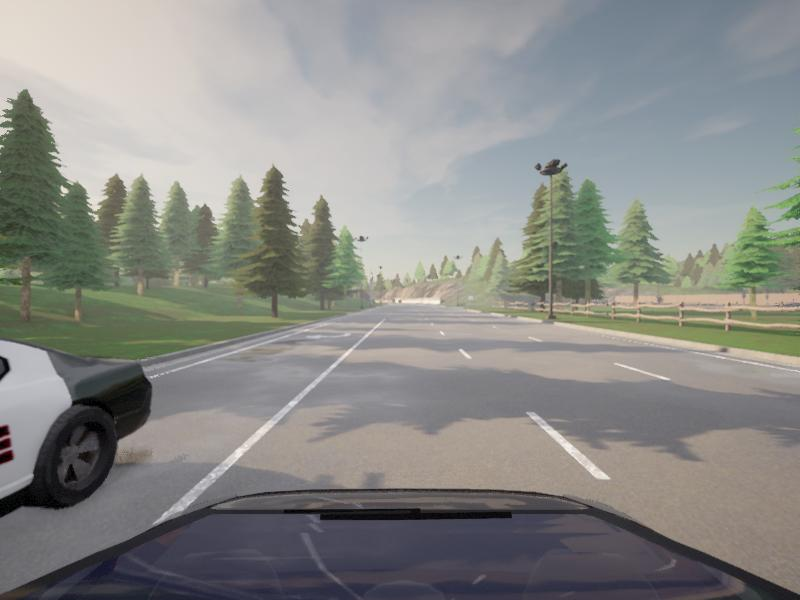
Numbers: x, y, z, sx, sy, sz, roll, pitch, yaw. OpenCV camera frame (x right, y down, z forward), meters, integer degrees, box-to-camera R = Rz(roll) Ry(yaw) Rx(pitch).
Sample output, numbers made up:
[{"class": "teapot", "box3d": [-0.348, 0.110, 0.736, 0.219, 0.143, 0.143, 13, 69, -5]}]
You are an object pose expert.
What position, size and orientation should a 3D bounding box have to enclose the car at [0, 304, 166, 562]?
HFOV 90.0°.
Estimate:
[{"class": "car", "box3d": [-3.464, 0.824, 1.638, 2.038, 1.542, 4.974, 0, 0, 1]}]
